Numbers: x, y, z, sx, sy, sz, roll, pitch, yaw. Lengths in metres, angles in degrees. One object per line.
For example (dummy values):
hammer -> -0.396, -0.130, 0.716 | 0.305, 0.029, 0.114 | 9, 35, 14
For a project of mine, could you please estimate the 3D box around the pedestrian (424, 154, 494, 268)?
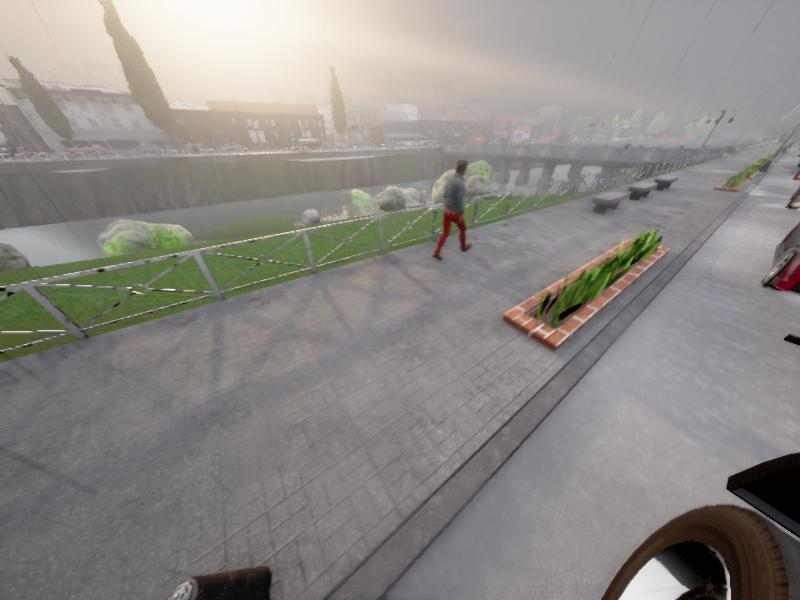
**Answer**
pedestrian -> 1.043, -1.682, 4.446 | 0.751, 1.860, 0.751 | -18, 39, -23

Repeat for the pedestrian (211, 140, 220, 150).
pedestrian -> -39.225, -32.952, 49.055 | 0.751, 1.860, 0.751 | -25, 42, -31

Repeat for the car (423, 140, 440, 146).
car -> 9.435, -47.674, 70.077 | 5.008, 1.535, 1.882 | -22, 41, -28

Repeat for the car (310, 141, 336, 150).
car -> -17.997, -36.460, 54.298 | 5.238, 1.638, 1.930 | -22, 41, -28

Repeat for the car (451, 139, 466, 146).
car -> 17.983, -48.352, 70.980 | 3.988, 1.617, 1.851 | -22, 41, -28

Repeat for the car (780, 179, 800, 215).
car -> 16.010, -4.050, 8.202 | 4.514, 1.525, 2.007 | -22, 41, -28

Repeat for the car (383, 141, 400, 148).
car -> -2.154, -40.077, 59.449 | 3.806, 1.475, 1.970 | -22, 41, -28

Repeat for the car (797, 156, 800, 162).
car -> 42.672, -14.973, 23.479 | 3.633, 1.501, 1.845 | -22, 41, -28

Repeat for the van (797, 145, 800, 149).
van -> 81.741, -31.346, 45.605 | 6.366, 2.431, 2.351 | -22, 41, -28

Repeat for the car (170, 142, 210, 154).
car -> -38.524, -28.058, 42.545 | 5.238, 1.638, 1.930 | -22, 41, -28

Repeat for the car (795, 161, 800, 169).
car -> 34.379, -11.554, 18.744 | 4.193, 1.474, 1.816 | -22, 41, -28

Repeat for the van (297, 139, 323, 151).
van -> -19.301, -33.282, 49.457 | 4.480, 2.038, 2.069 | -22, 41, -28

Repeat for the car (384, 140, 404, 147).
car -> -1.607, -43.171, 63.731 | 4.974, 1.542, 2.038 | -22, 41, -28

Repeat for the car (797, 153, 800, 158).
car -> 50.343, -18.118, 27.873 | 5.008, 1.535, 1.882 | -22, 41, -28

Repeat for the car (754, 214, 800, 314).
car -> 8.208, -0.790, 3.776 | 4.181, 1.385, 1.994 | -22, 41, -28

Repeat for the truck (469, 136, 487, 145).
truck -> 25.307, -51.742, 74.911 | 5.204, 2.467, 2.627 | -22, 41, -28

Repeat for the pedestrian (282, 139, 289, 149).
pedestrian -> -26.242, -35.768, 52.968 | 0.751, 1.860, 0.751 | -8, 36, -11

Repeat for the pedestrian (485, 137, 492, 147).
pedestrian -> 20.884, -37.217, 54.428 | 0.751, 1.860, 0.751 | -18, 39, -24

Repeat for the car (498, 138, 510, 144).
car -> 36.739, -56.180, 81.639 | 3.866, 1.878, 1.905 | -22, 41, -28

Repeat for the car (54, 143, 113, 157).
car -> -49.434, -23.578, 36.293 | 5.027, 1.651, 2.152 | -22, 41, -28

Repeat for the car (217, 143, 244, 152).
car -> -33.401, -30.088, 45.526 | 3.806, 1.475, 1.970 | -22, 41, -28

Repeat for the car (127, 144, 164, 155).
car -> -43.589, -25.911, 39.682 | 3.806, 1.475, 1.970 | -22, 41, -28

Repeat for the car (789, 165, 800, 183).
car -> 25.180, -7.805, 13.455 | 4.514, 1.525, 2.007 | -22, 41, -28

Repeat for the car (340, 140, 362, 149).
car -> -12.124, -38.871, 57.680 | 4.856, 1.649, 2.033 | -23, 41, -27

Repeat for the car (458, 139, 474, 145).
car -> 22.023, -52.876, 77.266 | 5.238, 1.638, 1.930 | -22, 41, -28

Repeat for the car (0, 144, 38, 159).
car -> -55.960, -20.907, 32.553 | 4.856, 1.649, 2.033 | -22, 41, -28

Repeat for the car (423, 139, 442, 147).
car -> 9.346, -44.859, 65.998 | 5.238, 1.638, 1.930 | -22, 41, -28
